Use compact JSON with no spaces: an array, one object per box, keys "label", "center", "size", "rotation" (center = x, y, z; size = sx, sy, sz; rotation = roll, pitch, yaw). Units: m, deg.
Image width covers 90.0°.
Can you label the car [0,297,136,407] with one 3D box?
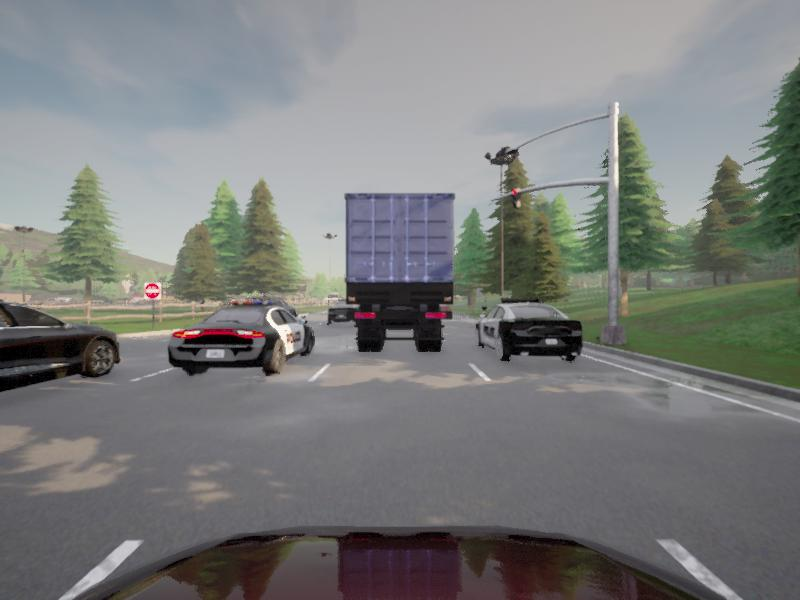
[{"label":"car","center":[-7.003,0.777,6.635],"size":[2.033,1.649,4.856],"rotation":[0,0,0]}]

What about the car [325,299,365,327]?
[{"label":"car","center":[-3.527,0.763,26.615],"size":[1.930,1.638,5.238],"rotation":[0,0,0]}]

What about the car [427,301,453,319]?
[{"label":"car","center":[3.464,0.859,35.195],"size":[1.812,1.442,4.674],"rotation":[0,0,0]}]

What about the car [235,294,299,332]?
[{"label":"car","center":[-7.021,0.645,21.668],"size":[1.932,1.855,4.605],"rotation":[0,0,0]}]

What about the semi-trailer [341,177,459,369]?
[{"label":"semi-trailer","center":[-0.010,-0.625,16.319],"size":[2.717,4.402,14.254],"rotation":[0,0,0]}]

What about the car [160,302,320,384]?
[{"label":"car","center":[-3.508,0.823,10.036],"size":[2.038,1.542,4.974],"rotation":[0,0,0]}]

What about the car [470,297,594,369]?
[{"label":"car","center":[3.492,0.768,11.815],"size":[1.930,1.638,5.238],"rotation":[0,0,0]}]

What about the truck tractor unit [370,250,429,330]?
[{"label":"truck tractor unit","center":[-0.015,-0.534,24.237],"size":[3.053,4.208,6.516],"rotation":[0,0,0]}]
